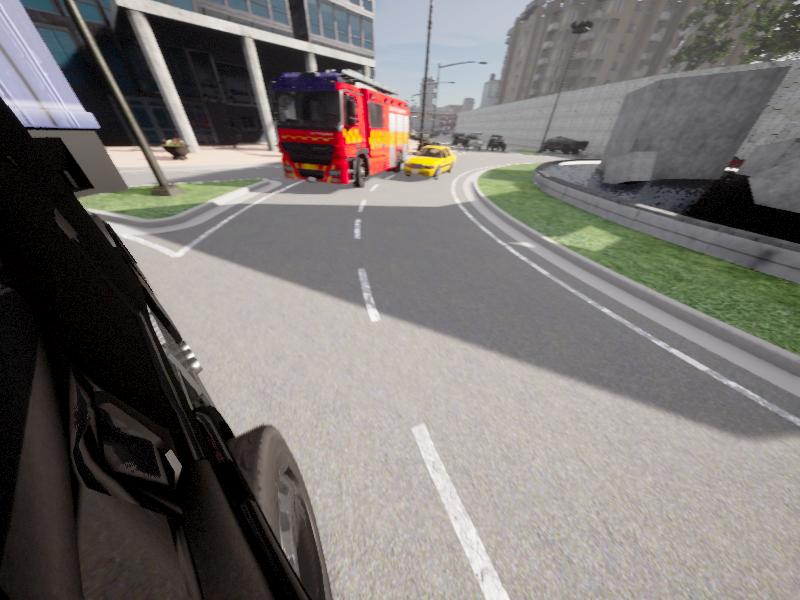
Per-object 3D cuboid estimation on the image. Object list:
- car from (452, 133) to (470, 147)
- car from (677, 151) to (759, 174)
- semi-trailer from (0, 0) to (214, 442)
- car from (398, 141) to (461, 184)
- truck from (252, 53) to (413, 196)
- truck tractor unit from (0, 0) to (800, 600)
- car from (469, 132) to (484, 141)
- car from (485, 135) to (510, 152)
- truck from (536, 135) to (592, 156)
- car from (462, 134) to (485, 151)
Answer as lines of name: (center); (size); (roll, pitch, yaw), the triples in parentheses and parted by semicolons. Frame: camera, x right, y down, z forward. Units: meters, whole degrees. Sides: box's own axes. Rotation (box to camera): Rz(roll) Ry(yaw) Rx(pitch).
car: (10.768, -28.718, 41.300); (1.905, 1.878, 3.866); (0, 37, -3)
car: (30.222, -13.246, 22.191); (4.181, 1.385, 1.994); (24, 41, 26)
semi-trailer: (-9.890, -2.275, 2.382); (14.254, 4.402, 2.717); (11, 37, 11)
car: (1.883, -8.123, 13.358); (1.801, 1.575, 5.366); (17, 39, 18)
truck: (-2.041, -8.209, 11.348); (2.891, 3.827, 8.468); (13, 38, 13)
truck tractor unit: (-2.645, -0.295, 0.351); (6.516, 4.208, 3.053); (28, 44, 30)
car: (22.749, -48.641, 68.661); (2.150, 2.045, 5.566); (0, 37, -4)
car: (14.148, -22.925, 33.735); (1.905, 1.878, 3.866); (3, 37, 1)
truck: (23.418, -22.348, 33.369); (2.390, 2.098, 6.274); (-9, 38, -15)
car: (10.695, -23.228, 33.935); (1.932, 1.855, 4.605); (3, 37, 1)
